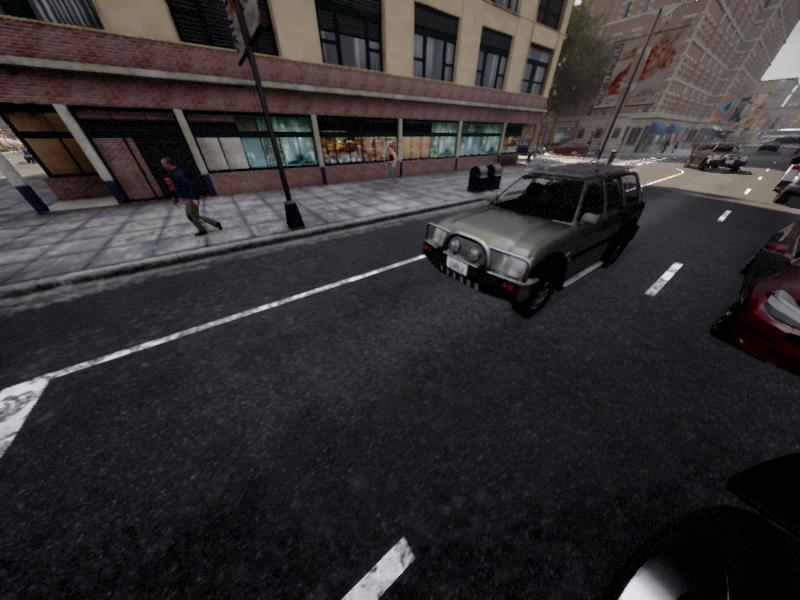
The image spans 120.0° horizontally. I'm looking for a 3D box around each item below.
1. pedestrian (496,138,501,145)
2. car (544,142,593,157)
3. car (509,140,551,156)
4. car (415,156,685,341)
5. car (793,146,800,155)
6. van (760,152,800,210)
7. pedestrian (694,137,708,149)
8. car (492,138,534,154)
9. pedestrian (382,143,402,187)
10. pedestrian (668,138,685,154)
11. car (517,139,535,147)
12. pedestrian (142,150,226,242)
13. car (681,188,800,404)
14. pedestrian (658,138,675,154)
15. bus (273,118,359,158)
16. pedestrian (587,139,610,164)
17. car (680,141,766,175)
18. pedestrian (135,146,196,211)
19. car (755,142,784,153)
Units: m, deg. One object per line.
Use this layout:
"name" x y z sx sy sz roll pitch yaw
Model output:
"pedestrian" 30.066 -48.309 70.286 0.751 1.860 0.751 -22 40 -27
"car" 23.571 -21.247 32.530 1.882 1.535 5.008 -24 42 -30
"car" 18.499 -21.830 33.176 2.097 1.767 4.553 -24 41 -29
"car" 2.717 -1.433 4.290 4.605 1.855 1.932 -22 41 -28
"car" 57.210 -21.194 32.266 4.674 1.442 1.812 -22 41 -28
"van" 17.503 -5.271 9.141 6.366 2.431 2.351 -22 41 -28
"pedestrian" 56.965 -29.773 43.772 0.751 1.860 0.751 -21 40 -27
"car" 18.485 -25.397 38.019 2.150 2.045 5.566 -23 41 -29
"pedestrian" -0.388 -6.854 11.717 0.751 1.860 0.751 -17 38 -22
"pedestrian" 38.107 -21.254 31.838 0.751 1.860 0.751 -26 42 -31
"car" 35.346 -44.073 64.732 5.238 1.638 1.930 -22 41 -28
"pedestrian" -5.107 -2.501 5.579 0.751 1.860 0.751 -26 43 -32
"car" 6.183 -0.228 2.914 4.792 1.488 2.163 -22 40 -28
"pedestrian" 36.911 -21.376 32.020 0.751 1.860 0.751 29 45 35
"bus" -11.745 -23.332 33.417 10.273 4.253 3.944 -22 41 -28
"pedestrian" 17.663 -13.214 20.595 0.751 1.860 0.751 -22 41 -28
"car" 24.133 -10.931 17.594 1.932 1.855 4.605 20 40 23
"pedestrian" -8.062 -4.209 8.026 0.751 1.860 0.751 -26 42 -31
"car" 58.015 -23.937 36.272 4.718 1.301 1.895 -22 41 -28
